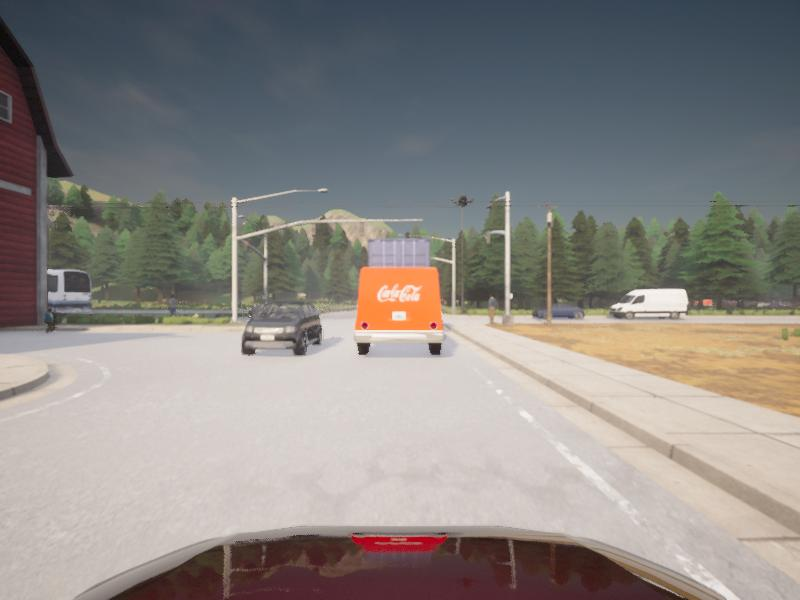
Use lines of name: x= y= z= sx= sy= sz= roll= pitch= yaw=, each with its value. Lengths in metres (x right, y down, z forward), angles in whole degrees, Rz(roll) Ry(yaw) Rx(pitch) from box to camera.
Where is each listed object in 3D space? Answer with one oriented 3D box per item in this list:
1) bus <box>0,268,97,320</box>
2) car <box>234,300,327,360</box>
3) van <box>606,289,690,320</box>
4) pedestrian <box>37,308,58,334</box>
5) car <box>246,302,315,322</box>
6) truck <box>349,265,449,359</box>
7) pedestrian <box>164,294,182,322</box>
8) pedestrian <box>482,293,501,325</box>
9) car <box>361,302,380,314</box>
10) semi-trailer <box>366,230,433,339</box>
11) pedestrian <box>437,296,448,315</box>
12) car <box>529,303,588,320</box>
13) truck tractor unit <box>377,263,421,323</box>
bus: x=-32.895 y=-0.480 z=34.632 sx=10.273 sy=4.253 sz=3.944 roll=0 pitch=0 yaw=1
car: x=-3.524 y=0.803 z=12.493 sx=1.789 sy=1.549 sz=3.705 roll=1 pitch=0 yaw=0
van: x=20.890 y=0.379 z=33.868 sx=5.915 sy=2.561 sz=1.988 roll=0 pitch=0 yaw=1
pedestrian: x=-15.299 y=0.913 z=17.370 sx=0.500 sy=1.100 sz=0.500 roll=0 pitch=0 yaw=0
car: x=-9.225 y=0.887 z=31.268 sx=4.902 sy=1.511 sz=2.128 roll=0 pitch=0 yaw=-5
truck: x=-0.024 y=0.351 z=13.158 sx=2.627 sy=2.467 sz=5.204 roll=0 pitch=-1 yaw=0
pedestrian: x=-15.097 y=0.535 z=26.646 sx=0.751 sy=1.860 sz=0.751 roll=0 pitch=0 yaw=14
pedestrian: x=5.341 y=0.509 z=23.356 sx=0.751 sy=1.860 sz=0.751 roll=0 pitch=0 yaw=-19
car: x=-3.594 y=0.937 z=49.395 sx=2.033 sy=1.411 sz=5.357 roll=0 pitch=0 yaw=0
semi-trailer: x=-0.044 y=-0.598 z=23.278 sx=2.717 sy=4.402 sz=14.254 roll=0 pitch=0 yaw=0
pedestrian: x=4.203 y=0.524 z=39.806 sx=0.751 sy=1.860 sz=0.751 roll=0 pitch=0 yaw=-31
car: x=13.406 y=0.963 z=33.987 sx=4.181 sy=1.385 sz=1.994 roll=0 pitch=0 yaw=1
truck tractor unit: x=-0.058 y=-0.460 z=31.198 sx=3.053 sy=4.208 sz=6.516 roll=0 pitch=0 yaw=0
